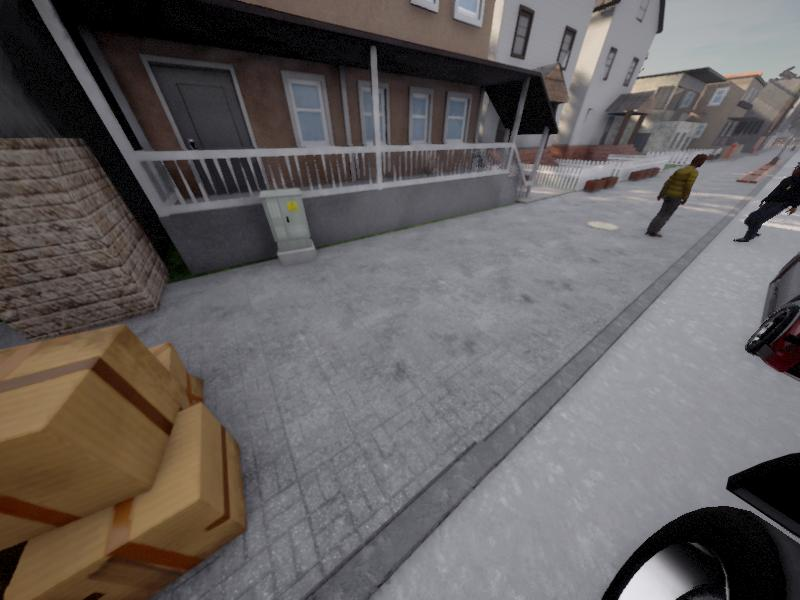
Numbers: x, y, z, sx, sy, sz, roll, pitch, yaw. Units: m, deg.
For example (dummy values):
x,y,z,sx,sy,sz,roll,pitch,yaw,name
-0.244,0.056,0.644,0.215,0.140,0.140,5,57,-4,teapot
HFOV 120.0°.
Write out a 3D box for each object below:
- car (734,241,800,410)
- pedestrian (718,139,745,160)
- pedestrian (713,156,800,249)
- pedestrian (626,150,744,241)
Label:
x,y,z,sx,sy,sz,roll,pitch,yaw,name
6.071,0.129,2.540,4.181,1.385,1.994,-22,40,-28,car
35.071,-15.902,24.442,0.751,1.860,0.751,-22,40,-27,pedestrian
8.806,-2.250,5.403,0.751,1.860,0.751,10,36,14,pedestrian
6.596,-2.450,5.520,0.751,1.860,0.751,4,35,5,pedestrian
